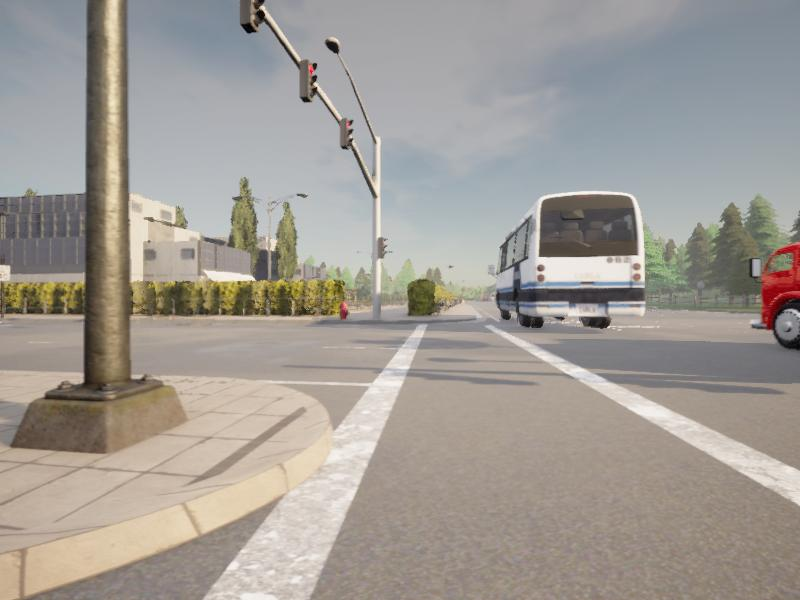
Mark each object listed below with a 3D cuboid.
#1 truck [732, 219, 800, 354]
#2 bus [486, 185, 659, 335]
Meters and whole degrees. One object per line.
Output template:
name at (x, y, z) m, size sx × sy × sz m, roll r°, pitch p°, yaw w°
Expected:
truck at (8.531, -0.250, 6.259) m, size 2.627 × 2.467 × 5.204 m, roll 0°, pitch 0°, yaw 5°
bus at (6.036, -1.137, 16.649) m, size 3.944 × 4.253 × 10.273 m, roll 0°, pitch 0°, yaw 8°
